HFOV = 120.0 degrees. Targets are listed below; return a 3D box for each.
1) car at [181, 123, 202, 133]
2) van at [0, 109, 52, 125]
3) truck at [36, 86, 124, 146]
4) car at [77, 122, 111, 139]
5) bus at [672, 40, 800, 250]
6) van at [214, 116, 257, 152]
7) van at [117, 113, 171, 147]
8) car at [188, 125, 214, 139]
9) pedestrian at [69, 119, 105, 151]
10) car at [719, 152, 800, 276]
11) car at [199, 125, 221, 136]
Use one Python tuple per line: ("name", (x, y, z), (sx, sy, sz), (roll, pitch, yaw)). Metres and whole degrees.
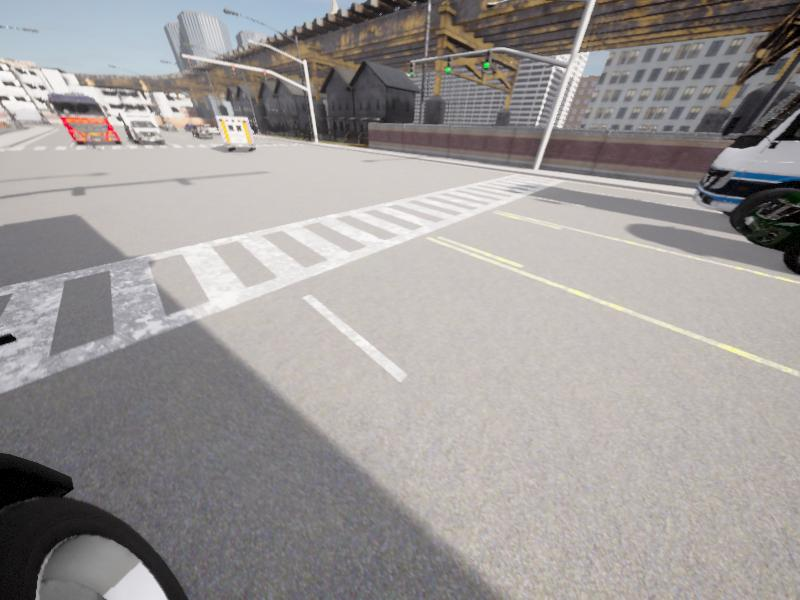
("car", (-44.249, -36.523, 48.999), (4.674, 1.442, 1.812), (29, 44, 31))
("van", (-86.022, -41.989, 53.022), (5.915, 2.561, 1.988), (-17, 41, -24))
("truck", (-29.544, -17.066, 21.711), (8.468, 3.827, 2.891), (31, 45, 33))
("car", (-36.548, -20.326, 27.645), (4.892, 1.490, 1.837), (31, 45, 33))
("bus", (13.791, -2.661, 4.463), (10.273, 4.253, 3.944), (31, 45, 33))
("van", (-15.338, -15.738, 21.903), (2.351, 2.431, 6.366), (-15, 40, -23))
("van", (-25.562, -17.021, 23.046), (6.366, 2.431, 2.351), (31, 45, 33))
("car", (-29.064, -24.550, 33.691), (3.705, 1.549, 1.789), (31, 45, 33))
("pedestrian", (-23.361, -12.309, 17.278), (0.751, 1.860, 0.751), (26, 43, 28))
("car", (10.432, -0.975, 3.857), (5.566, 2.045, 2.150), (31, 45, 33))
("car", (-33.923, -30.330, 41.264), (3.806, 1.475, 1.970), (31, 45, 33))
